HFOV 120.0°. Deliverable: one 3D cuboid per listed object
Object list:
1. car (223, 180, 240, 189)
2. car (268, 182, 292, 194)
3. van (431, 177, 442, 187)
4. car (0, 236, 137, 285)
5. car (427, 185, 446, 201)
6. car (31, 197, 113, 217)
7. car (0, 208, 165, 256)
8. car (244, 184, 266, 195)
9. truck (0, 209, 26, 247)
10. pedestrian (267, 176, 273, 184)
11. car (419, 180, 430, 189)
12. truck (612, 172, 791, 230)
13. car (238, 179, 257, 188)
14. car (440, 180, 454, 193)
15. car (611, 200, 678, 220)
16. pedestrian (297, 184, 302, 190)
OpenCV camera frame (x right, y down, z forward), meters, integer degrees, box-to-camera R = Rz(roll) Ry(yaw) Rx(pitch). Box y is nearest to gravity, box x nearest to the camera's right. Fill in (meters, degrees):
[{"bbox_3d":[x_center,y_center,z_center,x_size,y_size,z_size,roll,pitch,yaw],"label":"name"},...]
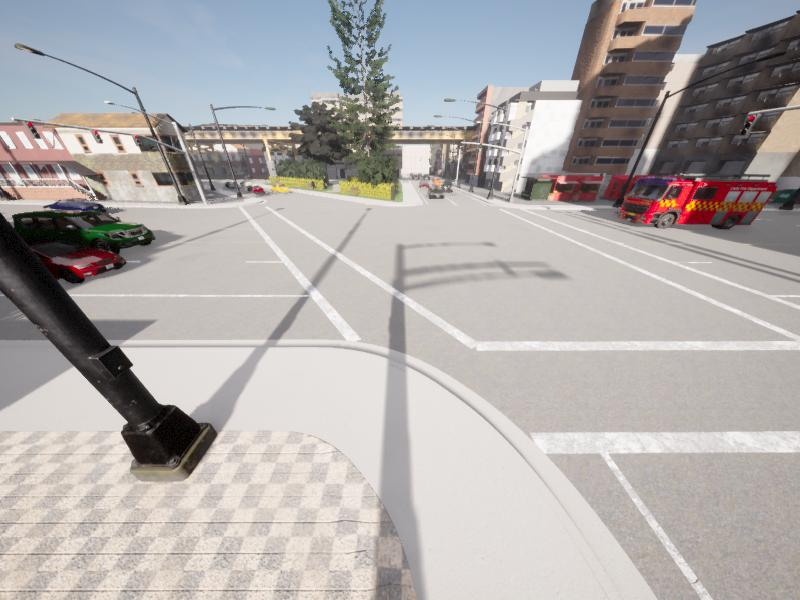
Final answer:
[{"bbox_3d":[-37.174,-25.412,50.848,3.806,1.475,1.970,26,39,38],"label":"car"},{"bbox_3d":[-21.964,-20.399,42.061,5.366,1.575,1.801,26,39,38],"label":"car"},{"bbox_3d":[8.971,-29.287,57.048,1.775,1.987,4.442,0,30,0],"label":"van"},{"bbox_3d":[-14.448,-1.704,9.698,4.193,1.474,1.816,0,30,0],"label":"car"},{"bbox_3d":[5.340,-16.057,34.499,2.152,1.651,5.027,0,30,0],"label":"car"},{"bbox_3d":[-30.595,-8.769,21.686,4.181,1.385,1.994,1,30,-1],"label":"car"},{"bbox_3d":[-17.093,-3.729,12.607,5.566,2.045,2.150,0,30,0],"label":"car"},{"bbox_3d":[-25.736,-19.734,41.014,1.970,1.475,3.806,-26,39,-38],"label":"car"},{"bbox_3d":[-27.438,-4.591,12.104,8.468,3.827,2.891,1,30,-1],"label":"truck"},{"bbox_3d":[-35.505,-32.864,63.029,0.751,1.860,0.751,-19,35,-29],"label":"pedestrian"},{"bbox_3d":[5.441,-26.133,52.096,2.163,1.488,4.792,0,30,0],"label":"car"},{"bbox_3d":[23.136,-7.864,18.354,8.468,3.827,2.891,0,30,-1],"label":"truck"},{"bbox_3d":[-35.351,-27.034,53.513,5.027,1.651,2.152,26,39,37],"label":"car"},{"bbox_3d":[8.895,-21.685,43.982,1.905,1.878,3.866,0,30,0],"label":"car"},{"bbox_3d":[23.090,-8.593,21.956,3.806,1.475,1.970,0,30,0],"label":"car"},{"bbox_3d":[-19.702,-22.143,45.217,0.500,1.100,0.500,4,30,8],"label":"pedestrian"}]
